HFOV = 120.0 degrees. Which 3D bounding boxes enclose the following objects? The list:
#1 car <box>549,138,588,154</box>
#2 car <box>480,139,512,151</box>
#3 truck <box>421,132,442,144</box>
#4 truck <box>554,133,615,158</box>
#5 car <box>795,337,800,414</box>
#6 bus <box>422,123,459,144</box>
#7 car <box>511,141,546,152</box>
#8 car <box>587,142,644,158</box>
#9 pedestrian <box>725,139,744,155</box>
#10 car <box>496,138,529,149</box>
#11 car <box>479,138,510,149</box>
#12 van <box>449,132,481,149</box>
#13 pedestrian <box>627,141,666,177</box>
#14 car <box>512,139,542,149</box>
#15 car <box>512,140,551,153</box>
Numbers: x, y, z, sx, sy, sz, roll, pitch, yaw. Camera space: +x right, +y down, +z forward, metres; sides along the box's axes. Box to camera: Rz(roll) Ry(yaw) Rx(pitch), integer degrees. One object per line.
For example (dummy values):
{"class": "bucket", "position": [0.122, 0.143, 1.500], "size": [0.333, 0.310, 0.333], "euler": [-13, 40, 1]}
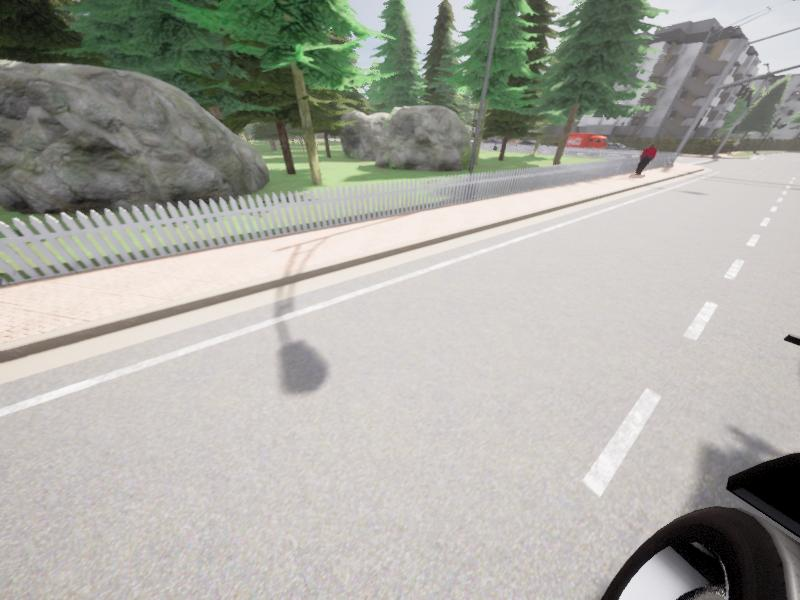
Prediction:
{"class": "car", "position": [25.187, -23.185, 34.723], "size": [1.905, 1.878, 3.866], "euler": [-20, 41, -26]}
{"class": "car", "position": [16.710, -27.100, 40.311], "size": [1.837, 1.490, 4.892], "euler": [-20, 41, -26]}
{"class": "truck", "position": [8.287, -43.014, 61.295], "size": [2.627, 2.467, 5.204], "euler": [-20, 41, -26]}
{"class": "truck", "position": [24.177, -20.538, 30.557], "size": [2.627, 2.467, 5.204], "euler": [-20, 41, -26]}
{"class": "car", "position": [6.767, 0.074, 2.537], "size": [5.366, 1.575, 1.801], "euler": [-21, 41, -27]}
{"class": "bus", "position": [10.685, -45.209, 62.845], "size": [3.944, 4.253, 10.273], "euler": [-20, 41, -26]}
{"class": "car", "position": [21.714, -26.182, 39.305], "size": [1.895, 1.301, 4.718], "euler": [-20, 41, -26]}
{"class": "car", "position": [28.443, -19.995, 30.703], "size": [2.128, 1.511, 4.902], "euler": [-20, 41, -26]}
{"class": "pedestrian", "position": [49.514, -22.690, 34.214], "size": [0.751, 1.860, 0.751], "euler": [-18, 40, -24]}
{"class": "car", "position": [21.628, -30.207, 44.618], "size": [1.801, 1.575, 5.366], "euler": [-20, 41, -26]}
{"class": "car", "position": [17.850, -29.920, 44.116], "size": [2.152, 1.651, 5.027], "euler": [-20, 41, -26]}
{"class": "van", "position": [12.610, -31.349, 45.211], "size": [1.988, 2.561, 5.915], "euler": [-20, 41, -26]}
{"class": "pedestrian", "position": [15.236, -8.727, 14.305], "size": [0.751, 1.860, 0.751], "euler": [-21, 41, -27]}
{"class": "car", "position": [24.991, -30.848, 45.679], "size": [1.812, 1.442, 4.674], "euler": [-20, 41, -26]}
{"class": "car", "position": [20.226, -23.820, 35.847], "size": [1.837, 1.490, 4.892], "euler": [-20, 41, -26]}
